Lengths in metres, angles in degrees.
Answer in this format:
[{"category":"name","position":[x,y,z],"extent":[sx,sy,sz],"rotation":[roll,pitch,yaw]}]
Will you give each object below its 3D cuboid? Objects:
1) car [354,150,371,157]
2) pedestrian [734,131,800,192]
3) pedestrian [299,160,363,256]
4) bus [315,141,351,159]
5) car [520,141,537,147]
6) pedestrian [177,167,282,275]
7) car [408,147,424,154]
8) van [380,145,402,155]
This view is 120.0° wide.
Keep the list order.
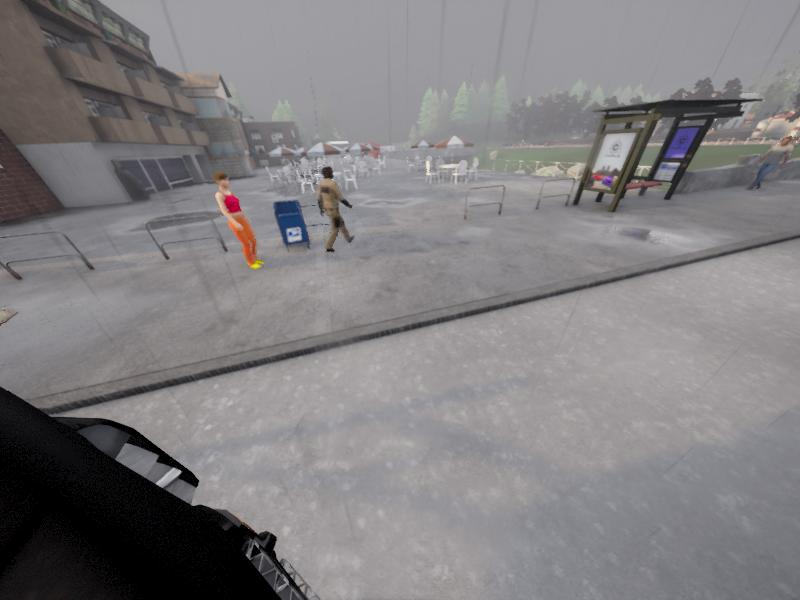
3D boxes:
[{"category":"car","position":[-11.849,-46.610,73.490],"extent":[4.974,1.542,2.038],"rotation":[-12,35,-13]},{"category":"pedestrian","position":[13.931,-5.136,8.617],"extent":[0.751,1.860,0.751],"rotation":[-12,35,-13]},{"category":"pedestrian","position":[-1.506,-2.089,5.302],"extent":[0.751,1.860,0.751],"rotation":[21,40,31]},{"category":"bus","position":[-21.358,-48.028,73.986],"extent":[10.273,4.253,3.944],"rotation":[-12,35,-13]},{"category":"car","position":[48.479,-58.877,87.216],"extent":[5.027,1.651,2.152],"rotation":[-12,35,-13]},{"category":"pedestrian","position":[-3.181,-1.498,4.551],"extent":[0.751,1.860,0.751],"rotation":[1,34,6]},{"category":"car","position":[5.375,-50.166,77.375],"extent":[4.856,1.649,2.033],"rotation":[-12,35,-13]},{"category":"van","position":[-2.931,-48.794,75.278],"extent":[6.366,2.431,2.351],"rotation":[-12,35,-13]}]
